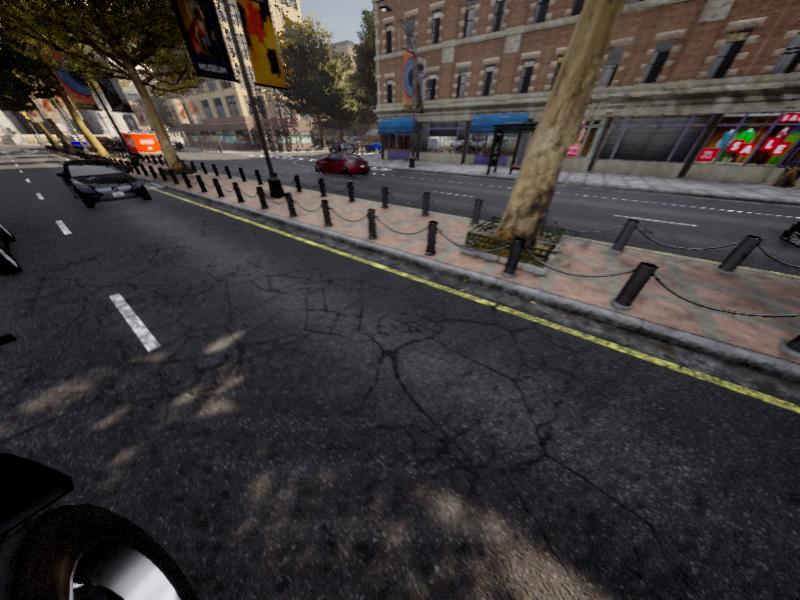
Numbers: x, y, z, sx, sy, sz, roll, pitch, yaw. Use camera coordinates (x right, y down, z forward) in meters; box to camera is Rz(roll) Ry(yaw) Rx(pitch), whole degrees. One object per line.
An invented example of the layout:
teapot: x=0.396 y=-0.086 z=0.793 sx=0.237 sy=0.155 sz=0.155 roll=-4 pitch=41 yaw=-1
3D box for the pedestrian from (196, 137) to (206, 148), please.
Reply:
pedestrian: x=-39.421 y=-31.193 z=45.805 sx=0.751 sy=1.860 sz=0.751 roll=26 pitch=42 yaw=31

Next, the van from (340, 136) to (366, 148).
van: x=-11.906 y=-39.951 z=58.301 sx=6.366 sy=2.431 sz=2.351 roll=22 pitch=41 yaw=28

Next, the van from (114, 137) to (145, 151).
van: x=-48.158 y=-27.853 z=41.135 sx=4.480 sy=2.038 sz=2.069 roll=22 pitch=41 yaw=28

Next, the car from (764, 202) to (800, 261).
car: x=11.002 y=-1.153 z=4.367 sx=3.806 sy=1.475 sz=1.970 roll=21 pitch=40 yaw=26

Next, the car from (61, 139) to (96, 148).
car: x=-71.037 y=-34.684 z=51.073 sx=1.816 sy=1.474 sz=4.193 roll=22 pitch=41 yaw=28

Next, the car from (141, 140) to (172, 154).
car: x=-36.761 y=-23.050 z=34.816 sx=3.988 sy=1.617 sz=1.851 roll=22 pitch=41 yaw=28

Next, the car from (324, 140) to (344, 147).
car: x=-17.657 y=-41.911 z=61.817 sx=4.902 sy=1.511 sz=2.128 roll=22 pitch=41 yaw=28

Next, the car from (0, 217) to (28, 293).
car: x=-9.315 y=-1.257 z=4.299 sx=4.892 sy=1.490 sz=1.837 roll=22 pitch=41 yaw=28

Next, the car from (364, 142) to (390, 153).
car: x=-3.953 y=-27.261 z=41.168 sx=1.882 sy=1.535 sz=5.008 roll=21 pitch=40 yaw=27

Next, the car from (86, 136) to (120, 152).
car: x=-48.873 y=-25.670 z=38.029 sx=5.566 sy=2.045 sz=2.150 roll=23 pitch=41 yaw=29

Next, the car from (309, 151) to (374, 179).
car: x=-4.117 y=-9.644 z=16.346 sx=4.181 sy=1.385 sz=1.994 roll=22 pitch=41 yaw=28

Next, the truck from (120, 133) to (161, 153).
truck: x=-42.316 y=-25.647 z=37.693 sx=5.204 sy=2.467 sz=2.627 roll=22 pitch=41 yaw=28

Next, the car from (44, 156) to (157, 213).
car: x=-12.303 y=-4.899 z=9.474 sx=4.674 sy=1.442 sz=1.812 roll=22 pitch=41 yaw=28

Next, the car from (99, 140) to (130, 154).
car: x=-43.311 y=-23.242 z=35.024 sx=3.988 sy=1.617 sz=1.851 roll=22 pitch=41 yaw=28

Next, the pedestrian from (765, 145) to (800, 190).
pedestrian: x=20.038 y=-6.699 z=11.677 sx=0.751 sy=1.860 sz=0.751 roll=24 pitch=42 yaw=30

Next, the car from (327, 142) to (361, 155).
car: x=-8.479 y=-23.339 z=35.568 sx=2.038 sy=1.542 sz=4.974 roll=21 pitch=40 yaw=26

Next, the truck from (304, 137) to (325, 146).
truck: x=-25.818 y=-47.926 z=69.751 sx=6.274 sy=2.098 sz=2.390 roll=22 pitch=41 yaw=28

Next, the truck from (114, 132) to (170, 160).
truck: x=-30.954 y=-18.551 z=27.780 sx=5.204 sy=2.467 sz=2.627 roll=23 pitch=41 yaw=27
